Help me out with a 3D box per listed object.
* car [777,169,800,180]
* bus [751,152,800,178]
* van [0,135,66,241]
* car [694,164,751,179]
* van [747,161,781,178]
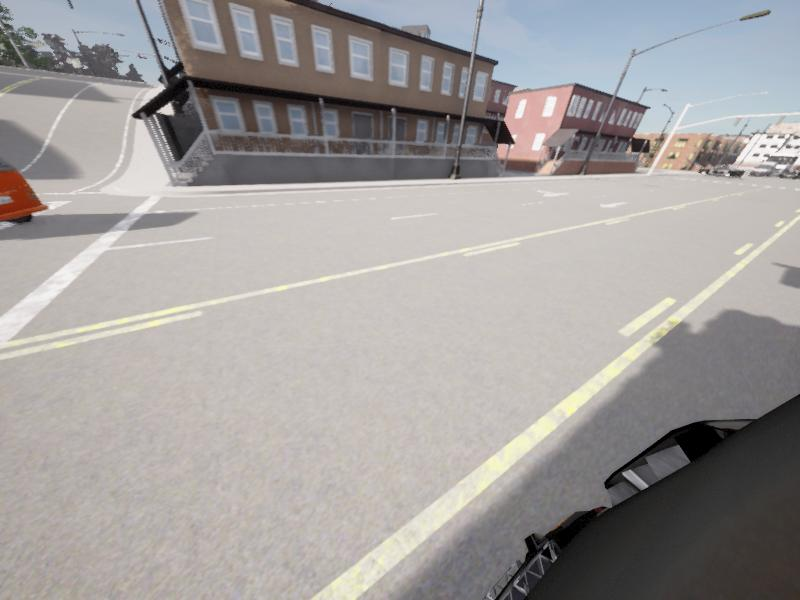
[{"bbox_3d":[72.277,-23.167,42.631,3.988,1.617,1.851,-16,38,-26],"label":"car"},{"bbox_3d":[81.684,-29.147,49.820,10.273,4.253,3.944,-16,38,-26],"label":"bus"},{"bbox_3d":[-11.363,-2.352,4.803,4.442,1.987,1.775,-5,35,-12],"label":"van"},{"bbox_3d":[53.985,-21.657,38.890,1.930,1.638,5.238,-5,35,-11],"label":"car"},{"bbox_3d":[71.328,-25.575,45.210,5.915,2.561,1.988,-16,38,-26],"label":"van"}]
